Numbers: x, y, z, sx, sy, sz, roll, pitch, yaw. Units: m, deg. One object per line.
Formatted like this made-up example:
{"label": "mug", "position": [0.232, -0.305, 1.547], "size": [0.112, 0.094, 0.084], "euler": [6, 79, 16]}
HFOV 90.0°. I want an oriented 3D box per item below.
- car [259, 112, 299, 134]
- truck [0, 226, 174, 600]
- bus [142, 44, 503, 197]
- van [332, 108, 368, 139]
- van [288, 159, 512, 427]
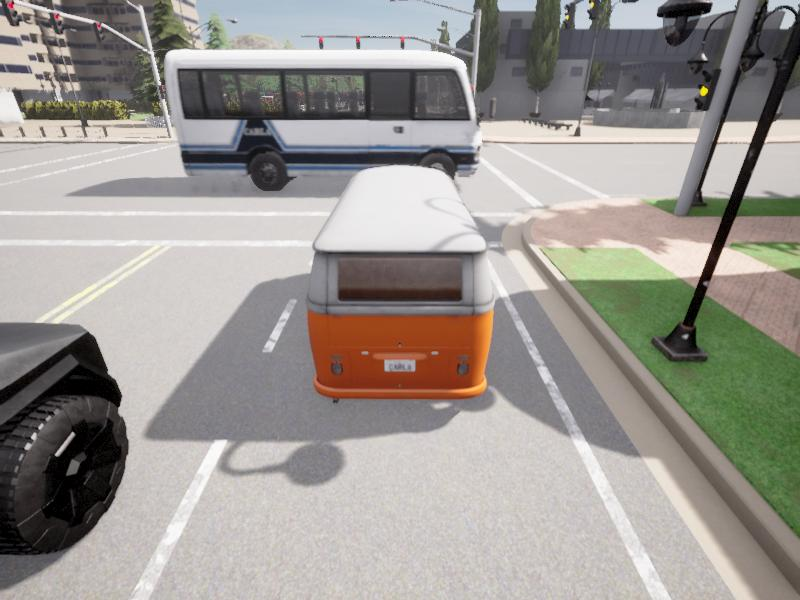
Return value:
{"label": "car", "position": [-10.550, -15.676, 35.288], "size": [2.007, 1.525, 4.514], "euler": [1, 27, 2]}
{"label": "truck", "position": [-3.499, 1.795, 0.804], "size": [2.390, 2.098, 6.274], "euler": [0, 27, 0]}
{"label": "bus", "position": [-2.197, -6.263, 14.069], "size": [10.273, 4.253, 3.944], "euler": [1, 27, 1]}
{"label": "van", "position": [-3.783, -13.853, 31.251], "size": [1.775, 1.987, 4.442], "euler": [3, 27, 5]}
{"label": "van", "position": [0.010, -0.610, 5.586], "size": [1.775, 1.987, 4.442], "euler": [0, 27, 0]}
